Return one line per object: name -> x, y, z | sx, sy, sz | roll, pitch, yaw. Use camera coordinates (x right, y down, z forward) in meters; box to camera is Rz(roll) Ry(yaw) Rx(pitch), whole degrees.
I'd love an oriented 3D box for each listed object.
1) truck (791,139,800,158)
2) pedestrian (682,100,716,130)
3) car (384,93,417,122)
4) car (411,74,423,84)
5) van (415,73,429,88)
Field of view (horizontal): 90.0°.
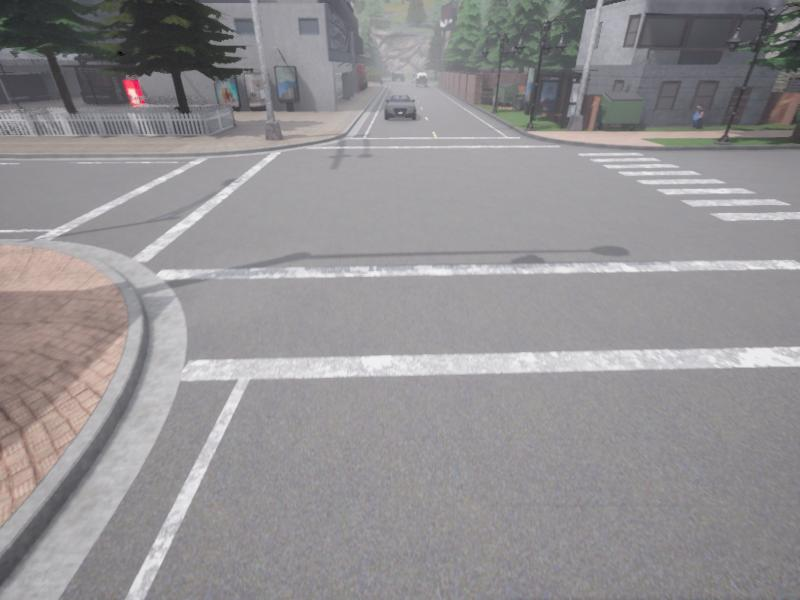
truck -> 18.345, -6.061, 14.248 | 6.274, 2.098, 2.390 | -4, 31, -7
pedestrian -> 15.445, -9.572, 20.692 | 0.751, 1.300, 0.751 | -6, 31, -11
car -> 0.018, -12.869, 26.638 | 1.994, 1.385, 4.181 | 0, 30, 0
car -> 3.518, -45.790, 82.751 | 2.242, 1.667, 4.611 | 2, 30, 3
van -> 3.539, -36.102, 65.691 | 2.069, 2.038, 4.480 | 0, 30, 0
